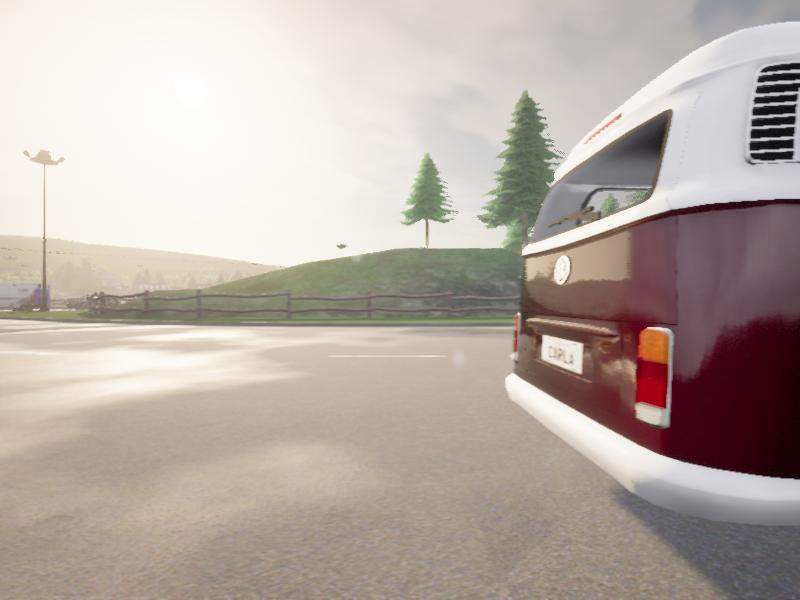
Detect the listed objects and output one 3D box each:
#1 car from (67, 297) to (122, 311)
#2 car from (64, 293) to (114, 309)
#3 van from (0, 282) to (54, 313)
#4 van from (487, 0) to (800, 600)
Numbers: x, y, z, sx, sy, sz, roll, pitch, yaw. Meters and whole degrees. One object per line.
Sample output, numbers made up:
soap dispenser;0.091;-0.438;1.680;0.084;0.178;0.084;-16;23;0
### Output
car;-30.736;0.376;40.289;4.181;1.385;1.994;0;0;-44
car;-37.549;0.135;48.315;4.605;1.855;1.932;0;0;-43
van;-32.525;-0.164;32.445;2.351;2.431;6.366;-1;0;29
van;2.950;-0.020;2.075;4.480;2.038;2.069;-1;0;-2
